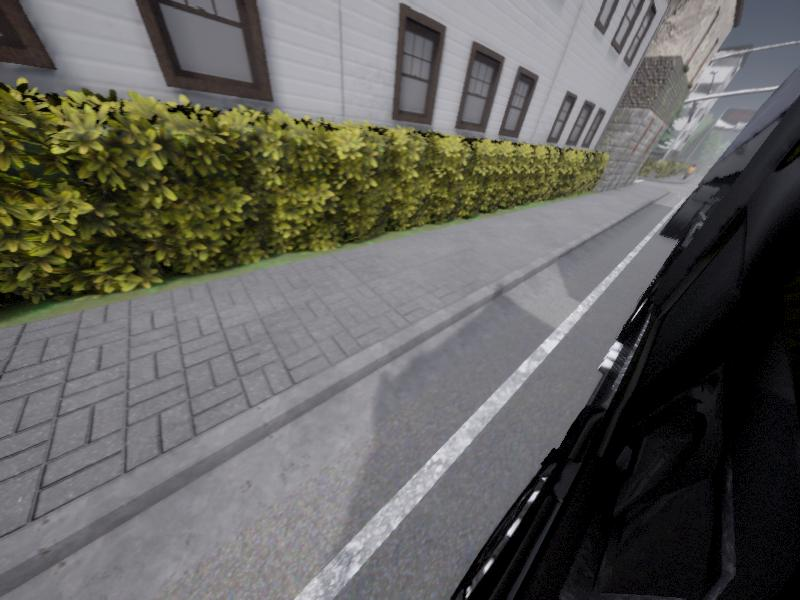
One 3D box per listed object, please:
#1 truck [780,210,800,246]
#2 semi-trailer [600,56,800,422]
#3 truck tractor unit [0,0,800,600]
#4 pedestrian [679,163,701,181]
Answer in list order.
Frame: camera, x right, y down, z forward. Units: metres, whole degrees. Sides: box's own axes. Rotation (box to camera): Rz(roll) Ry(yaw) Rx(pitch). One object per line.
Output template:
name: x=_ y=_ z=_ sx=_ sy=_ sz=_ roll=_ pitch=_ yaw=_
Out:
truck: x=16.632 y=-2.943 z=7.029 sx=8.468 sy=3.827 sz=2.891 roll=-23 pitch=47 yaw=-34
semi-trailer: x=8.782 y=-2.919 z=4.871 sx=14.254 sy=4.402 sz=2.717 roll=-22 pitch=46 yaw=-37
truck tractor unit: x=2.645 y=-0.295 z=0.351 sx=6.516 sy=4.208 sz=3.053 roll=-28 pitch=43 yaw=-30
pedestrian: x=36.102 y=-15.910 z=28.779 sx=0.751 sy=1.860 sz=0.751 roll=30 pitch=43 yaw=26
